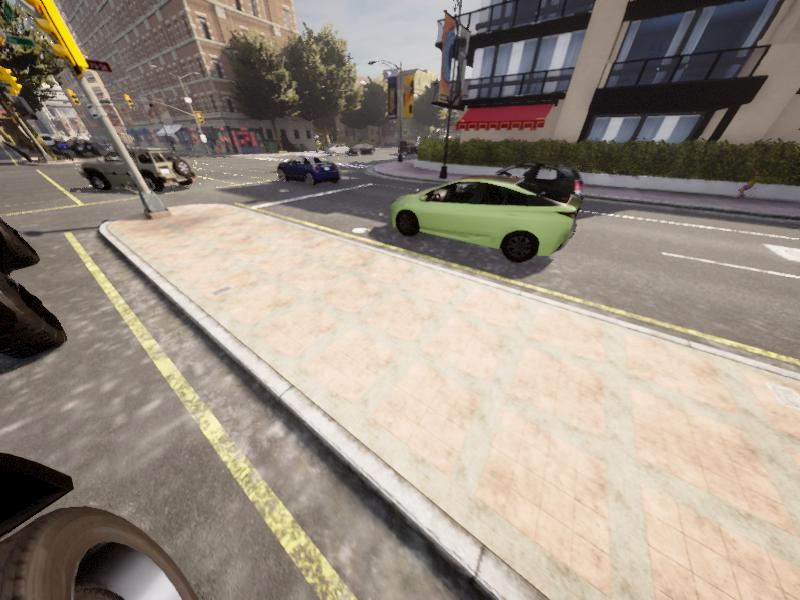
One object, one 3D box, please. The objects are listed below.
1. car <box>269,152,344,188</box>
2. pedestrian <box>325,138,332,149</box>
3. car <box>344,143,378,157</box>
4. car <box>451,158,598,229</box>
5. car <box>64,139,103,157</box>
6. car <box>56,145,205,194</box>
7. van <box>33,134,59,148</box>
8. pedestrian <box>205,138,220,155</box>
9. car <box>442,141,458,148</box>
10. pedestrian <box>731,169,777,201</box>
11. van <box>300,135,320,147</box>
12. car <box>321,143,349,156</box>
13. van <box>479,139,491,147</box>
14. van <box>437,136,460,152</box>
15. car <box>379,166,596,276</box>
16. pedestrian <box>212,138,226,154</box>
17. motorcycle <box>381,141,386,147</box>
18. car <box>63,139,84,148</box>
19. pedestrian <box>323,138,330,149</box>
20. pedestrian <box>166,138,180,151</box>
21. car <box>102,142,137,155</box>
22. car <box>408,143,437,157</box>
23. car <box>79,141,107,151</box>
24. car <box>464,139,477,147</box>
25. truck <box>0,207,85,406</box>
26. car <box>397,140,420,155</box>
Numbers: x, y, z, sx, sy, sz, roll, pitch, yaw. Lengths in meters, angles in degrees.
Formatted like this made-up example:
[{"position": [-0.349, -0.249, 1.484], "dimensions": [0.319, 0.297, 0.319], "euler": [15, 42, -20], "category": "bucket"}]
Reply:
[{"position": [-5.468, -7.741, 13.581], "dimensions": [3.806, 1.475, 1.970], "euler": [22, 41, 28], "category": "car"}, {"position": [-14.874, -32.666, 48.251], "dimensions": [0.751, 1.860, 0.751], "euler": [19, 39, 25], "category": "pedestrian"}, {"position": [-5.632, -22.163, 34.046], "dimensions": [2.163, 1.488, 4.792], "euler": [22, 41, 28], "category": "car"}, {"position": [4.112, -3.909, 8.098], "dimensions": [3.988, 1.617, 1.851], "euler": [22, 41, 28], "category": "car"}, {"position": [-43.013, -20.724, 31.390], "dimensions": [4.605, 1.855, 1.932], "euler": [22, 41, 28], "category": "car"}, {"position": [-13.025, -6.541, 11.479], "dimensions": [4.605, 1.855, 1.932], "euler": [4, 34, 5], "category": "car"}, {"position": [-80.753, -36.369, 52.707], "dimensions": [5.915, 2.561, 1.988], "euler": [22, 41, 28], "category": "van"}, {"position": [-25.643, -20.979, 31.584], "dimensions": [0.751, 1.860, 0.751], "euler": [24, 42, 30], "category": "pedestrian"}, {"position": [13.182, -41.302, 61.321], "dimensions": [2.128, 1.511, 4.902], "euler": [22, 41, 28], "category": "car"}, {"position": [14.387, -4.693, 9.420], "dimensions": [0.500, 1.100, 0.500], "euler": [29, 44, 34], "category": "pedestrian"}, {"position": [-25.867, -45.735, 66.400], "dimensions": [5.915, 2.561, 1.988], "euler": [22, 41, 28], "category": "van"}, {"position": [-9.600, -22.437, 34.365], "dimensions": [1.845, 1.501, 3.633], "euler": [22, 40, 28], "category": "car"}, {"position": [26.518, -49.035, 71.942], "dimensions": [2.069, 2.038, 4.480], "euler": [22, 41, 28], "category": "van"}, {"position": [9.989, -32.005, 47.211], "dimensions": [1.988, 2.561, 5.915], "euler": [22, 41, 28], "category": "van"}, {"position": [1.880, -2.320, 5.896], "dimensions": [4.514, 1.525, 2.007], "euler": [22, 41, 28], "category": "car"}, {"position": [-25.652, -21.826, 32.786], "dimensions": [0.751, 1.860, 0.751], "euler": [23, 41, 29], "category": "pedestrian"}, {"position": [-4.277, -40.958, 60.680], "dimensions": [0.764, 1.277, 2.356], "euler": [-5, 34, 10], "category": "motorcycle"}, {"position": [-76.379, -36.622, 54.000], "dimensions": [5.366, 1.575, 1.801], "euler": [22, 41, 28], "category": "car"}, {"position": [-15.306, -32.378, 47.839], "dimensions": [0.751, 1.860, 0.751], "euler": [17, 38, 22], "category": "pedestrian"}, {"position": [-39.449, -27.054, 40.106], "dimensions": [0.751, 1.860, 0.751], "euler": [10, 36, 13], "category": "pedestrian"}, {"position": [-41.288, -22.346, 33.996], "dimensions": [4.974, 1.542, 2.038], "euler": [22, 41, 28], "category": "car"}, {"position": [3.375, -22.557, 34.645], "dimensions": [2.128, 1.511, 4.902], "euler": [22, 41, 28], "category": "car"}, {"position": [-57.696, -28.982, 43.376], "dimensions": [4.902, 1.511, 2.128], "euler": [22, 41, 28], "category": "car"}, {"position": [21.797, -48.601, 71.428], "dimensions": [1.932, 1.855, 4.605], "euler": [22, 41, 28], "category": "car"}, {"position": [-6.967, -0.513, 2.802], "dimensions": [6.274, 2.098, 2.390], "euler": [22, 40, 28], "category": "truck"}, {"position": [1.359, -24.581, 37.174], "dimensions": [1.905, 1.878, 3.866], "euler": [22, 41, 28], "category": "car"}]
